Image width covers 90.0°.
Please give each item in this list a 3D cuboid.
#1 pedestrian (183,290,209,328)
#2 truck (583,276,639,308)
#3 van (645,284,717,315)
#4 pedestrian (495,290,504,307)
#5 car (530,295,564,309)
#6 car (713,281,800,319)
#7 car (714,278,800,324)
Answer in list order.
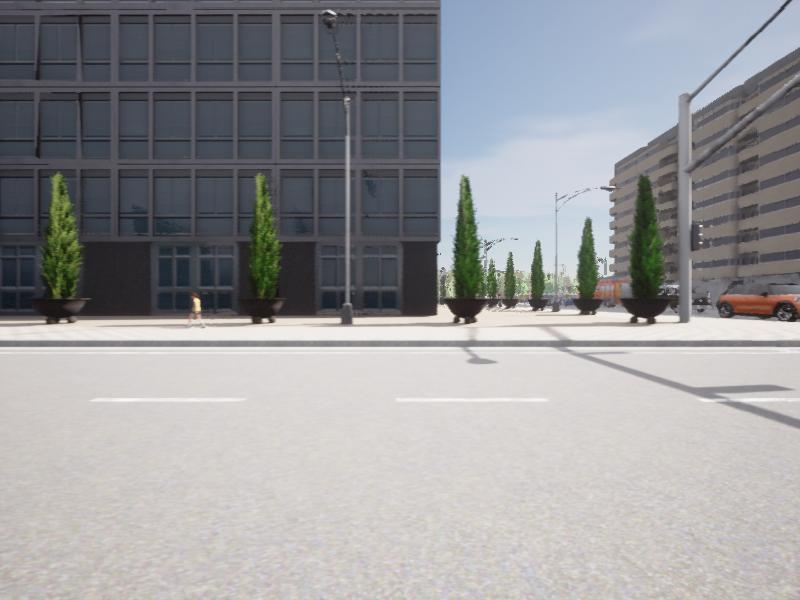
[{"bbox_3d":[-5.982,0.266,11.757,0.500,1.100,0.500,0,0,-1],"label":"pedestrian"},{"bbox_3d":[27.325,-0.980,52.335,2.891,3.827,8.468,0,0,0],"label":"truck"},{"bbox_3d":[20.147,-0.096,28.962,2.069,2.038,4.480,0,1,0],"label":"van"},{"bbox_3d":[11.109,-0.169,44.679,0.751,1.860,0.751,0,0,-18],"label":"pedestrian"},{"bbox_3d":[16.771,0.179,45.886,2.128,1.511,4.902,0,0,0],"label":"car"},{"bbox_3d":[20.096,-0.005,22.188,1.932,1.855,4.605,0,0,0],"label":"car"},{"bbox_3d":[16.544,0.037,17.507,2.097,1.767,4.553,0,0,1],"label":"car"}]
